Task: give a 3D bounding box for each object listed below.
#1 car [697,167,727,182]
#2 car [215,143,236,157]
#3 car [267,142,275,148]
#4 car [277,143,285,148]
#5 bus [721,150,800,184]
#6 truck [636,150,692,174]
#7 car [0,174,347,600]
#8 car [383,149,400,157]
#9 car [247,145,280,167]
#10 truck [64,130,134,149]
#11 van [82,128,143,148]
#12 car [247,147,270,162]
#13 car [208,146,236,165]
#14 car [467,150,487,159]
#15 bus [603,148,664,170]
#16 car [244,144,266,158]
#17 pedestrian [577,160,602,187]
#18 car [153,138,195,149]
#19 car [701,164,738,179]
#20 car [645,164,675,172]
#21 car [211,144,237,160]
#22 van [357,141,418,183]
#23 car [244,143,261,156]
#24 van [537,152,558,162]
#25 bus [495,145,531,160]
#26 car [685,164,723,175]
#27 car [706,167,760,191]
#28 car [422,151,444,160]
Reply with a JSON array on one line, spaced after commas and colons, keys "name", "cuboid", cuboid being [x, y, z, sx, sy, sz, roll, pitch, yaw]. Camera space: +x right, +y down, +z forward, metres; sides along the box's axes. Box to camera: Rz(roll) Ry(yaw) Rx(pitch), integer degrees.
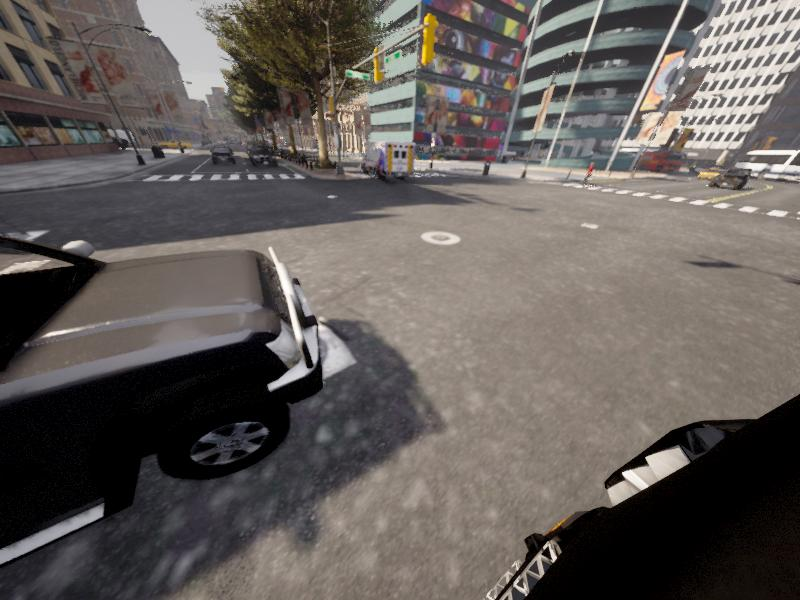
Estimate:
[{"name": "car", "cuboid": [44.178, -17.933, 32.861, 5.366, 1.575, 1.801, -26, 43, -36]}, {"name": "car", "cuboid": [-24.706, -21.324, 32.841, 1.837, 1.490, 4.892, -16, 38, -27]}, {"name": "car", "cuboid": [-45.824, -54.964, 81.855, 1.845, 1.501, 3.633, -17, 39, -28]}, {"name": "car", "cuboid": [-43.325, -56.063, 83.906, 1.895, 1.301, 4.718, -16, 38, -26]}, {"name": "bus", "cuboid": [62.499, -22.800, 39.149, 3.944, 4.253, 10.273, 14, 35, 16]}, {"name": "truck", "cuboid": [55.120, -29.262, 48.707, 2.891, 3.827, 8.468, 9, 34, 10]}, {"name": "car", "cuboid": [-2.931, 0.490, 1.303, 4.605, 1.855, 1.932, -17, 38, -26]}, {"name": "car", "cuboid": [-2.097, -36.867, 57.787, 2.161, 1.482, 4.786, -16, 38, -26]}, {"name": "car", "cuboid": [-14.068, -14.814, 23.684, 2.242, 1.667, 4.611, -16, 38, -26]}, {"name": "truck", "cuboid": [-48.836, -26.174, 37.771, 6.274, 2.098, 2.390, -17, 38, -27]}, {"name": "van", "cuboid": [-50.061, -28.303, 40.487, 5.915, 2.561, 1.988, -18, 39, -28]}, {"name": "car", "cuboid": [-17.725, -18.275, 28.892, 1.994, 1.385, 4.181, -16, 38, -26]}, {"name": "car", "cuboid": [-18.000, -14.786, 23.551, 1.812, 1.442, 4.674, -16, 38, -26]}, {"name": "car", "cuboid": [23.665, -44.900, 71.131, 2.435, 2.045, 5.566, -16, 38, -26]}, {"name": "bus", "cuboid": [61.400, -37.618, 61.372, 3.944, 4.253, 10.273, -7, 35, -14]}, {"name": "car", "cuboid": [-21.078, -21.637, 33.571, 2.128, 1.511, 4.902, -16, 38, -26]}, {"name": "pedestrian", "cuboid": [15.648, -10.440, 19.129, 0.751, 1.860, 0.751, -18, 39, -28]}, {"name": "car", "cuboid": [-43.615, -30.183, 44.670, 1.801, 1.575, 5.366, 27, 41, 32]}, {"name": "car", "cuboid": [55.056, -22.284, 39.971, 1.905, 1.878, 3.866, 18, 36, 22]}, {"name": "car", "cuboid": [58.989, -30.078, 52.511, 1.895, 1.301, 4.718, 5, 34, 4]}, {"name": "car", "cuboid": [-21.386, -18.104, 28.214, 2.007, 1.525, 4.514, -16, 38, -26]}, {"name": "van", "cuboid": [-1.264, -11.245, 18.595, 2.351, 2.431, 6.366, -13, 37, -23]}, {"name": "car", "cuboid": [-24.421, -24.966, 38.243, 1.851, 1.617, 3.988, -16, 38, -26]}, {"name": "van", "cuboid": [52.776, -51.267, 82.786, 1.988, 2.561, 5.915, -16, 38, -26]}, {"name": "bus", "cuboid": [40.219, -52.930, 82.823, 3.944, 4.253, 10.273, -16, 38, -26]}, {"name": "car", "cuboid": [65.756, -28.315, 50.112, 2.038, 1.542, 4.974, 5, 34, 4]}, {"name": "car", "cuboid": [32.704, -11.958, 22.718, 3.866, 1.878, 1.905, -16, 38, -26]}, {"name": "car", "cuboid": [7.304, -32.187, 51.381, 2.128, 1.511, 4.902, -16, 38, -26]}]
